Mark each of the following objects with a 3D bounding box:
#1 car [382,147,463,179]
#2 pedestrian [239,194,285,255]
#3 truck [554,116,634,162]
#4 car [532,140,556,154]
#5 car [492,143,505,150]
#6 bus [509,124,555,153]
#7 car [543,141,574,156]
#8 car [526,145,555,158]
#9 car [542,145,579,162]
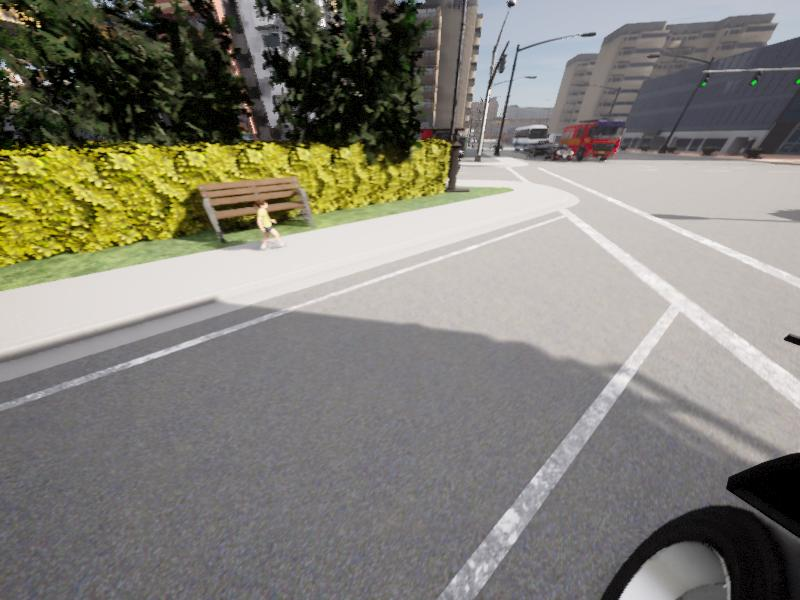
[{"bbox_3d":[1.543,-9.351,15.676,5.027,1.651,2.152,6,36,9],"label":"car"},{"bbox_3d":[-2.917,-1.608,4.937,0.500,1.100,0.500,-17,39,-22],"label":"pedestrian"},{"bbox_3d":[21.690,-18.574,26.826,2.891,3.827,8.468,6,35,8],"label":"truck"},{"bbox_3d":[24.191,-25.727,38.893,1.905,1.878,3.866,6,35,8],"label":"car"},{"bbox_3d":[24.905,-38.872,58.467,1.994,1.385,4.181,6,35,8],"label":"car"},{"bbox_3d":[25.934,-32.250,46.297,3.944,4.253,10.273,3,35,5],"label":"bus"},{"bbox_3d":[23.156,-22.299,33.995,2.097,1.767,4.553,6,35,8],"label":"car"},{"bbox_3d":[19.075,-20.327,31.529,1.994,1.385,4.181,6,35,9],"label":"car"},{"bbox_3d":[17.792,-16.454,25.846,1.970,1.475,3.806,6,35,9],"label":"car"}]
